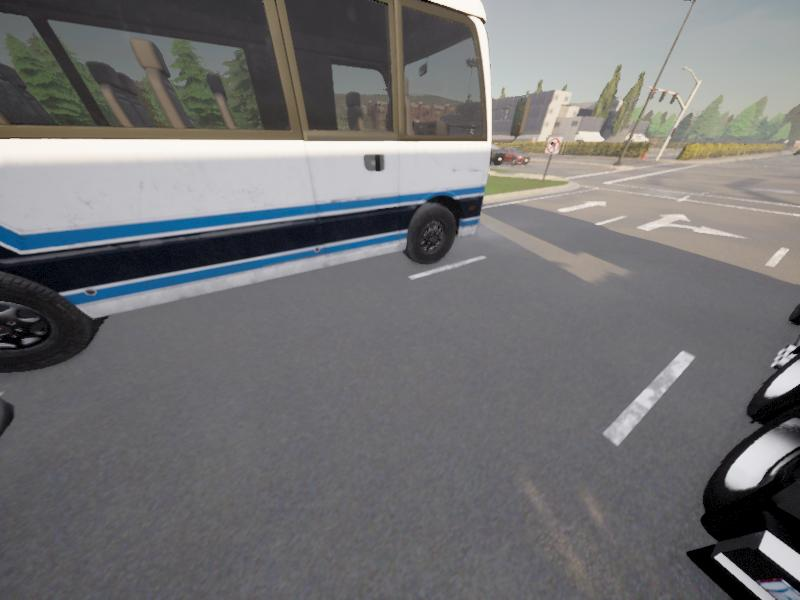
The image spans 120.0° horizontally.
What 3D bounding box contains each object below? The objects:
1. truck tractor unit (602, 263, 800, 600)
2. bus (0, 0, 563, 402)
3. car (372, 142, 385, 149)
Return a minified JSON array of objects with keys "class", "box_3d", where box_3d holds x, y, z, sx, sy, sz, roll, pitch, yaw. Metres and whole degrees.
[{"class":"truck tractor unit","box_3d":[5.111,-0.299,0.790,6.516,4.208,3.053,-18,39,-24]},{"class":"bus","box_3d":[-3.124,-2.325,3.598,10.273,4.253,3.944,-18,39,-25]},{"class":"car","box_3d":[-6.516,-47.263,70.555,2.038,1.542,4.974,-18,39,-25]}]
